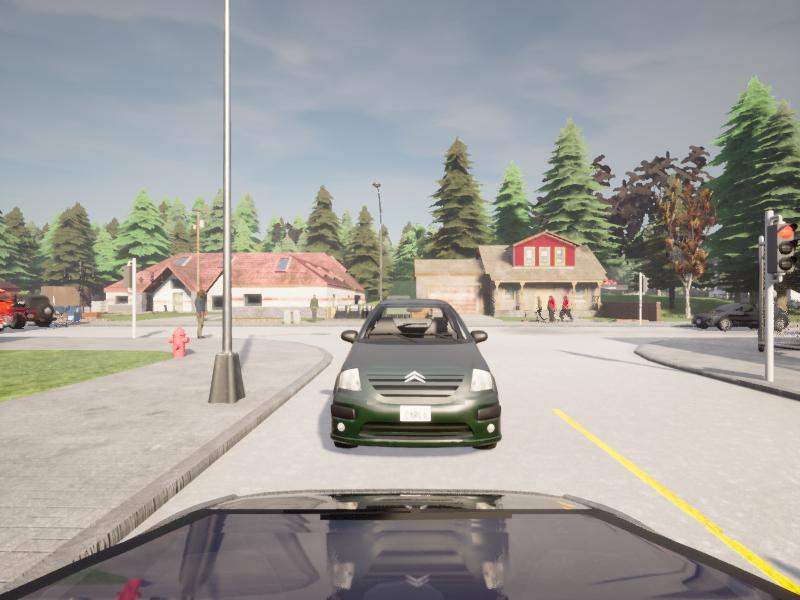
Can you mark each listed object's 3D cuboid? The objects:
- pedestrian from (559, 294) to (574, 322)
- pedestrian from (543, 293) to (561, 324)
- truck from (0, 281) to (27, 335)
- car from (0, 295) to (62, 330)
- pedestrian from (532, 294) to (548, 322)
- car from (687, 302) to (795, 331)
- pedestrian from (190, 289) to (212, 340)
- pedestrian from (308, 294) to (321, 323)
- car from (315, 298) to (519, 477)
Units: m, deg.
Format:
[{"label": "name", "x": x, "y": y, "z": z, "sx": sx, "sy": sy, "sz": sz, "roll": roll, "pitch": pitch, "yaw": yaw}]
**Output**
[{"label": "pedestrian", "x": 11.083, "y": 0.533, "z": 26.633, "sx": 0.751, "sy": 1.860, "sz": 0.751, "roll": 0, "pitch": 0, "yaw": 1}, {"label": "pedestrian", "x": 9.421, "y": 0.533, "z": 24.806, "sx": 0.751, "sy": 1.860, "sz": 0.751, "roll": 0, "pitch": 0, "yaw": -3}, {"label": "truck", "x": -20.733, "y": 0.354, "z": 18.150, "sx": 5.204, "sy": 2.467, "sz": 2.627, "roll": 0, "pitch": 0, "yaw": 0}, {"label": "car", "x": -21.448, "y": 0.647, "z": 22.170, "sx": 3.866, "sy": 1.878, "sz": 1.905, "roll": 0, "pitch": 0, "yaw": 1}, {"label": "pedestrian", "x": 9.327, "y": 0.533, "z": 26.653, "sx": 0.751, "sy": 1.860, "sz": 0.751, "roll": 0, "pitch": 0, "yaw": -1}, {"label": "car", "x": 18.033, "y": 0.854, "z": 21.315, "sx": 4.193, "sy": 1.474, "sz": 1.816, "roll": 0, "pitch": 0, "yaw": 1}, {"label": "pedestrian", "x": -7.594, "y": 0.534, "z": 15.250, "sx": 0.751, "sy": 1.860, "sz": 0.751, "roll": 0, "pitch": 0, "yaw": -28}, {"label": "pedestrian", "x": -5.507, "y": 0.533, "z": 25.747, "sx": 0.751, "sy": 1.860, "sz": 0.751, "roll": 0, "pitch": 0, "yaw": -13}, {"label": "car", "x": 0.190, "y": 0.788, "z": 5.622, "sx": 1.851, "sy": 1.617, "sz": 3.988, "roll": 0, "pitch": 0, "yaw": 1}]
